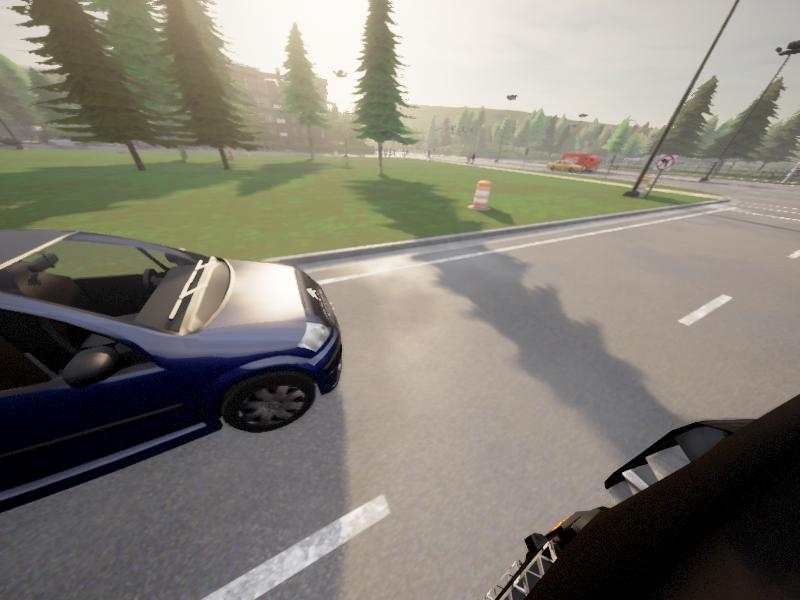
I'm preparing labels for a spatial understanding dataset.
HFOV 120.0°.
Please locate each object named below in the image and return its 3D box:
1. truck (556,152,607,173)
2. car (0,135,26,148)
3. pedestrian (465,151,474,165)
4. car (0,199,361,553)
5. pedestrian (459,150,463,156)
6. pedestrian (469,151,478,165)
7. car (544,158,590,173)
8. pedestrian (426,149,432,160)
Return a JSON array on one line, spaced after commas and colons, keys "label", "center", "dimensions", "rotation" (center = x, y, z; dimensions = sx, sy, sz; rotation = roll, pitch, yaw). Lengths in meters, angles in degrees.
[{"label": "truck", "center": [28.494, -21.693, 36.473], "dimensions": [2.627, 2.467, 5.204], "rotation": [-13, 37, -22]}, {"label": "car", "center": [-53.876, -20.853, 30.296], "dimensions": [4.718, 1.301, 1.895], "rotation": [-13, 37, -23]}, {"label": "pedestrian", "center": [11.402, -23.427, 38.078], "dimensions": [0.751, 1.860, 0.751], "rotation": [-10, 36, -19]}, {"label": "car", "center": [-2.557, 0.347, 1.795], "dimensions": [3.988, 1.617, 1.851], "rotation": [-14, 37, -23]}, {"label": "pedestrian", "center": [21.814, -52.621, 82.798], "dimensions": [0.751, 1.860, 0.751], "rotation": [-11, 36, -19]}, {"label": "pedestrian", "center": [11.779, -22.759, 37.100], "dimensions": [0.751, 1.860, 0.751], "rotation": [-10, 35, -18]}, {"label": "car", "center": [25.333, -20.579, 35.371], "dimensions": [1.801, 1.575, 5.366], "rotation": [-13, 37, -22]}, {"label": "pedestrian", "center": [5.972, -30.134, 47.790], "dimensions": [0.751, 1.860, 0.751], "rotation": [-11, 36, -19]}]
